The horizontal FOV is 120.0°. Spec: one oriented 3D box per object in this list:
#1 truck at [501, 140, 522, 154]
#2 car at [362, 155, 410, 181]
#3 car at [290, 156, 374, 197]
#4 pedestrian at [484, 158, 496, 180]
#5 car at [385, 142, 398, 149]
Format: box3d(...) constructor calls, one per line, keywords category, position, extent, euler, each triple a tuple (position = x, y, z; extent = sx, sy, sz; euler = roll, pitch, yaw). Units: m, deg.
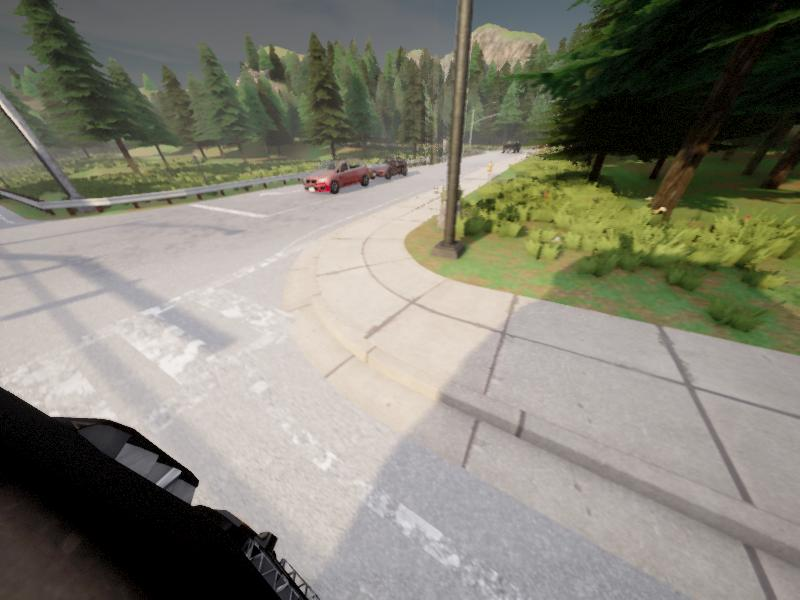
box3d(category="truck", position=(21.827, -29.860, 45.005), extent=(2.390, 2.098, 6.274), euler=(17, 38, 27))
box3d(category="car", position=(-0.971, -10.793, 18.816), extent=(1.816, 1.474, 4.193), euler=(15, 38, 25))
box3d(category="car", position=(-3.917, -7.800, 14.389), extent=(2.242, 1.667, 4.611), euler=(15, 38, 25))
box3d(category="pedestrian", position=(5.539, -8.086, 14.257), extent=(0.500, 1.100, 0.500), euler=(10, 36, 18))
box3d(category="car", position=(-2.722, -48.242, 71.924), extent=(3.988, 1.617, 1.851), euler=(-1, 33, -6))
